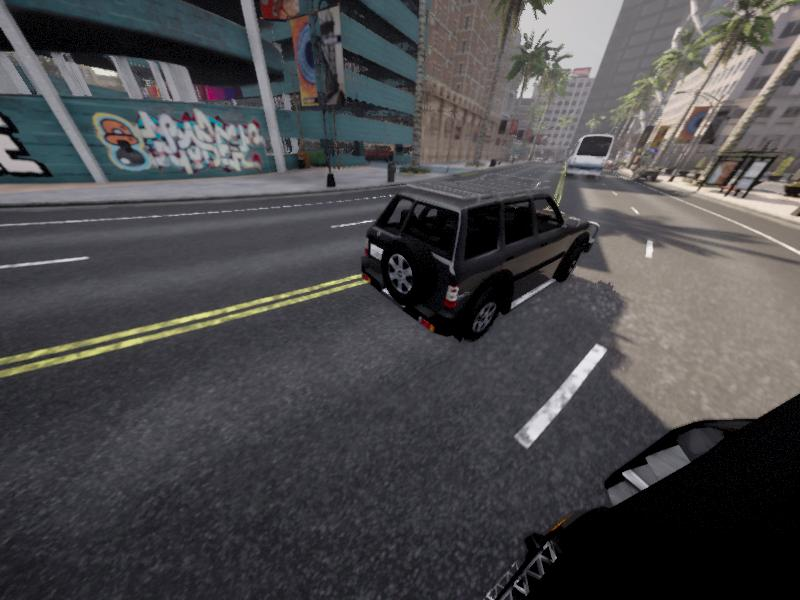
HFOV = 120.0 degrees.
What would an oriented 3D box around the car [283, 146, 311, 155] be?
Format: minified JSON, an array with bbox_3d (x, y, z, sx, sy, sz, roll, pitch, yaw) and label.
[{"bbox_3d":[-19.813,-28.791,44.629,1.895,1.301,4.718,21,37,25],"label":"car"}]

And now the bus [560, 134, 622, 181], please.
[{"bbox_3d":[23.546,-18.118,29.230,3.944,4.253,10.273,20,38,25],"label":"bus"}]

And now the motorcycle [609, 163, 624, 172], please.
[{"bbox_3d":[41.378,-25.323,44.164,2.356,1.277,0.764,-15,37,-24],"label":"motorcycle"}]

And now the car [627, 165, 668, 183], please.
[{"bbox_3d":[29.908,-15.477,28.153,2.231,1.521,4.892,21,37,25],"label":"car"}]

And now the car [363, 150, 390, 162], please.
[{"bbox_3d":[-3.651,-23.307,37.437,2.007,1.523,4.514,21,37,25],"label":"car"}]

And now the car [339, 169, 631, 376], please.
[{"bbox_3d":[1.609,-1.064,3.980,4.605,1.855,1.932,-22,41,-32],"label":"car"}]

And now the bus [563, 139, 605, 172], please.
[{"bbox_3d":[31.926,-25.319,40.701,3.944,4.253,10.273,21,36,25],"label":"bus"}]

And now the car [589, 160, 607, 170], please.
[{"bbox_3d":[39.899,-27.268,46.708,2.038,1.542,4.974,21,37,25],"label":"car"}]

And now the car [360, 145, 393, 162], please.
[{"bbox_3d":[-3.666,-23.607,37.179,2.435,2.045,5.566,21,37,25],"label":"car"}]

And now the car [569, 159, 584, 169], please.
[{"bbox_3d":[39.512,-30.521,51.781,2.152,1.651,5.027,21,37,25],"label":"car"}]

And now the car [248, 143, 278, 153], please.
[{"bbox_3d":[-29.430,-32.733,49.798,2.161,1.482,4.786,21,37,25],"label":"car"}]

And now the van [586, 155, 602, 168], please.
[{"bbox_3d":[47.453,-34.101,56.645,1.988,2.561,5.915,21,38,26],"label":"van"}]

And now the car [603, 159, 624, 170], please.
[{"bbox_3d":[45.392,-28.830,49.245,2.185,1.767,4.553,21,37,25],"label":"car"}]
